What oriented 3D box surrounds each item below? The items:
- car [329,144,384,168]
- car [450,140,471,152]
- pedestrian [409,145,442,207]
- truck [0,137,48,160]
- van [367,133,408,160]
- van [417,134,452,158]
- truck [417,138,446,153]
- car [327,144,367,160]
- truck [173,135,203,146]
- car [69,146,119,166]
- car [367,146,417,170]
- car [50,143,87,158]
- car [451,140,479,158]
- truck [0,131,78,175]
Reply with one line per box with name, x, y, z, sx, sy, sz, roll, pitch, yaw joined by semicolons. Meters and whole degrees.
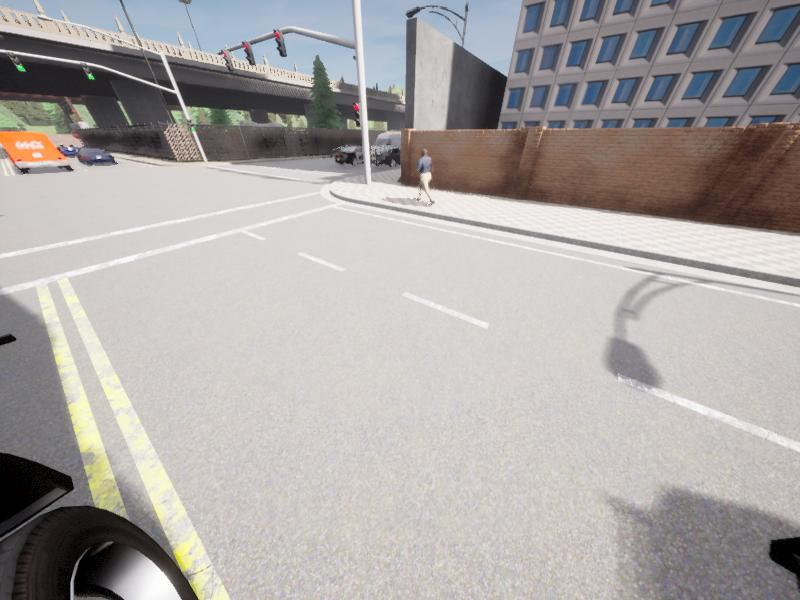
car;-3.912;-13.793;21.943;1.930;1.638;5.238;22;41;28
car;11.820;-30.171;45.178;2.097;1.767;4.553;22;41;28
pedestrian;0.893;-4.453;8.320;0.751;1.860;0.751;28;44;33
truck;-45.053;-18.108;27.456;6.274;2.098;2.390;22;41;28
van;-1.443;-19.677;29.534;1.988;2.561;5.915;22;40;28
van;4.815;-21.263;31.832;1.988;2.561;5.915;22;41;28
truck;5.963;-29.026;43.244;2.390;2.098;6.274;22;41;28
car;-6.468;-18.653;28.952;1.837;1.490;4.892;22;40;28
truck;-60.141;-45.312;65.626;2.627;2.467;5.204;23;41;28
car;-29.544;-13.956;22.313;4.181;1.385;1.994;22;41;28
car;-0.563;-12.959;20.915;1.837;1.490;4.892;22;41;28
car;-42.756;-19.380;29.818;3.806;1.475;1.970;22;41;28
car;9.040;-20.936;31.979;1.932;1.855;4.605;22;41;28
truck;-28.129;-11.363;17.700;5.204;2.467;2.627;23;41;27
